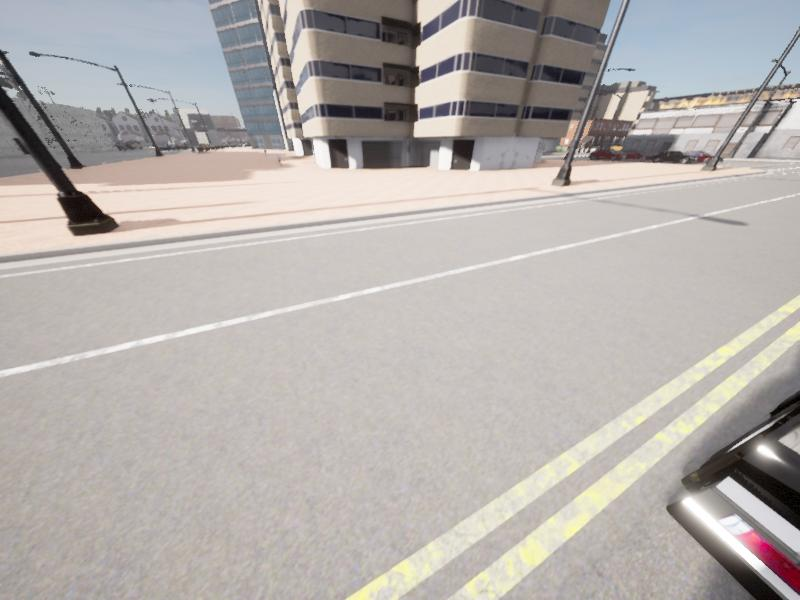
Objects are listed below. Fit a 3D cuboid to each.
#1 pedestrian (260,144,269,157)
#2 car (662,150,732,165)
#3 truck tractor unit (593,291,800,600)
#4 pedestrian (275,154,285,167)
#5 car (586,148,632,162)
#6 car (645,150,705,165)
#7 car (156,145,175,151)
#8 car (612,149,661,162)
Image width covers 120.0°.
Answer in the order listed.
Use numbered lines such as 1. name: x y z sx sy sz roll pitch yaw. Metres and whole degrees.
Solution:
1. pedestrian: -23.052 -25.532 39.356 0.751 1.860 0.751 -19 39 -25
2. car: 39.950 -19.377 31.299 2.033 1.411 5.357 -15 37 -21
3. truck tractor unit: 5.234 -0.154 0.577 6.516 4.208 3.053 -13 37 -17
4. pedestrian: -12.671 -14.719 24.402 0.500 1.100 0.500 11 36 15
5. car: 32.977 -23.079 36.669 2.033 1.649 4.856 -15 36 -21
6. car: 36.397 -19.014 30.733 1.812 1.442 4.674 -15 37 -21
7. car: -58.980 -38.351 58.195 1.895 1.301 4.718 -14 37 -20
8. car: 37.032 -22.827 36.383 2.163 1.488 4.792 -15 36 -21
